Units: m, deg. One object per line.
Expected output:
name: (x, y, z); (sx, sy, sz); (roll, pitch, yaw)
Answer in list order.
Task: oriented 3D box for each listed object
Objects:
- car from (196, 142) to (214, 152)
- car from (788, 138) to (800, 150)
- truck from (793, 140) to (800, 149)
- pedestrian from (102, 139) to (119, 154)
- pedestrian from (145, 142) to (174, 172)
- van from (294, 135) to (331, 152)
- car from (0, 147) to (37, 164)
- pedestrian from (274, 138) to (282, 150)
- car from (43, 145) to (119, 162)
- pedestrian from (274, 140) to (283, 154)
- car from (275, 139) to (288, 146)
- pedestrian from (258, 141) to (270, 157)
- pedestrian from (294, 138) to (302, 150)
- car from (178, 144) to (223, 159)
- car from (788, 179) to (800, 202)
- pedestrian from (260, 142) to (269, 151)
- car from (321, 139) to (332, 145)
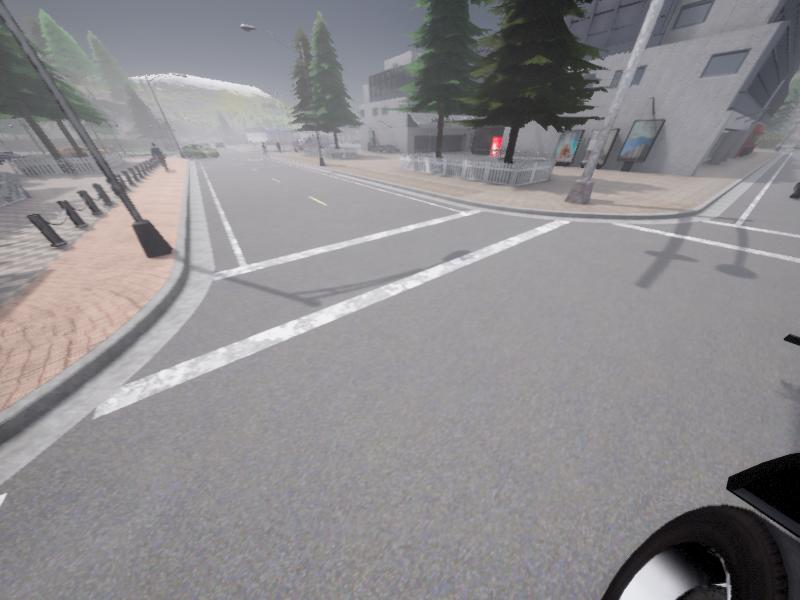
car: (-37.903, -29.704, 44.831); (2.007, 1.525, 4.514); (-23, 41, -29)
car: (67.316, -24.863, 37.027); (4.611, 1.667, 2.242); (14, 38, 15)
truck: (79.077, -30.336, 44.310); (6.274, 2.098, 2.390); (-27, 43, -32)
pedestrian: (-45.437, -24.084, 36.272); (0.751, 1.860, 0.751); (-10, 36, -13)
pedestrian: (-17.719, -10.580, 17.074); (0.751, 1.860, 0.751); (-23, 41, -29)
van: (-16.548, -29.982, 44.161); (5.915, 2.561, 1.988); (-23, 41, -29)
car: (-43.553, -15.557, 24.913); (4.193, 1.474, 1.816); (-23, 41, -29)
pedestrian: (-23.504, -29.925, 44.414); (0.751, 1.860, 0.751); (-22, 41, -28)
car: (-38.322, -17.806, 27.996); (5.008, 1.535, 1.882); (-23, 41, -29)
pedestrian: (-19.564, -24.709, 37.282); (0.751, 1.860, 0.751); (-13, 37, -17)
car: (-37.240, -49.473, 72.481); (2.152, 1.636, 5.027); (-23, 41, -29)
pedestrian: (-18.436, -20.460, 31.297); (0.751, 1.860, 0.751); (-26, 43, -32)
pedestrian: (-20.362, -31.088, 46.033); (0.751, 1.860, 0.751); (15, 38, 21)
car: (-26.254, -19.604, 30.459); (4.514, 1.525, 2.007); (11, 37, 15)
car: (18.402, -4.920, 9.511); (4.181, 1.385, 1.994); (-22, 41, -28)
pedestrian: (-25.024, -28.402, 42.779); (0.751, 1.300, 0.751); (12, 37, 17)
car: (-23.147, -49.986, 73.079); (1.845, 1.501, 3.633); (-23, 41, -29)
